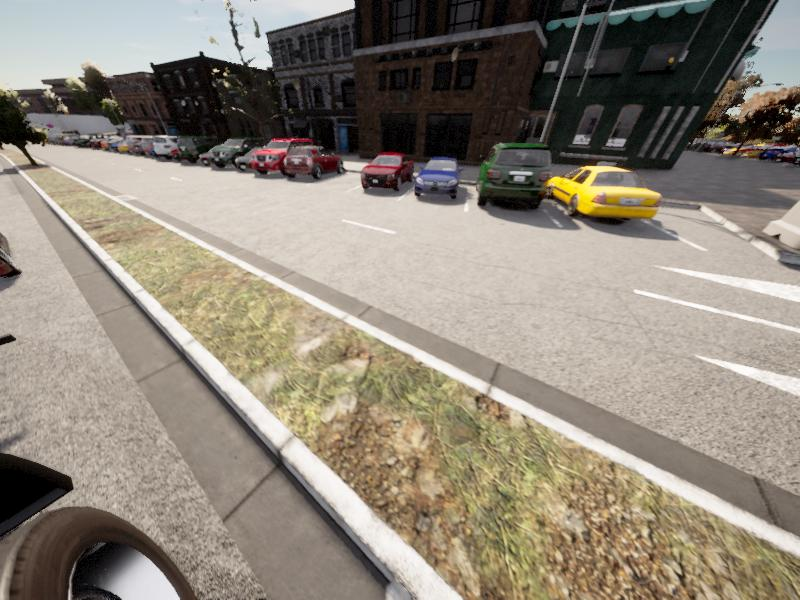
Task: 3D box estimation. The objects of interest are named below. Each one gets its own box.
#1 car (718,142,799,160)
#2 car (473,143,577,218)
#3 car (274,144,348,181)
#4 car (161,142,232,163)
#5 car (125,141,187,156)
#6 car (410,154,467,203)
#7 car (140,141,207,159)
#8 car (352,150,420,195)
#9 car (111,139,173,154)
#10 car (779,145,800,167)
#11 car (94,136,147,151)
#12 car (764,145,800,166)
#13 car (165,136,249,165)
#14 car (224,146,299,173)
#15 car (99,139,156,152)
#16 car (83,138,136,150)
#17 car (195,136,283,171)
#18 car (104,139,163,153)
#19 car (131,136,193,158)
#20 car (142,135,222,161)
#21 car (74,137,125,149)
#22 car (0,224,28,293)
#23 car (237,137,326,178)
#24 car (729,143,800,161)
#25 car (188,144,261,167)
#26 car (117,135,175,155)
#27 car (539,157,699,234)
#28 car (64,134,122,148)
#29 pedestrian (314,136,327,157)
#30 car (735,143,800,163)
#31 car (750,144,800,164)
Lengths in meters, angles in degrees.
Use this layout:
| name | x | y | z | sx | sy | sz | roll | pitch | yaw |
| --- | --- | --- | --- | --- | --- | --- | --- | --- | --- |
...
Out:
| name | x | y | z | sx | sy | sz | roll | pitch | yaw |
| --- | --- | --- | --- | --- | --- | --- | --- | --- | --- |
| car | 44.673 | -18.727 | 28.998 | 5.366 | 1.575 | 1.946 | 10 | 37 | 12 |
| car | 4.488 | -5.255 | 9.557 | 2.435 | 2.045 | 5.566 | 9 | 35 | 12 |
| car | -5.468 | -9.139 | 15.114 | 2.185 | 1.767 | 4.553 | 9 | 35 | 11 |
| car | -20.345 | -15.051 | 23.434 | 2.097 | 1.535 | 5.008 | 9 | 36 | 11 |
| car | -30.282 | -19.036 | 28.950 | 2.163 | 1.488 | 4.792 | 9 | 35 | 11 |
| car | 1.999 | -6.001 | 11.087 | 2.002 | 1.452 | 4.674 | 9 | 36 | 11 |
| car | -25.309 | -17.047 | 26.171 | 2.097 | 1.535 | 5.008 | 9 | 36 | 11 |
| car | -0.490 | -7.044 | 12.455 | 2.097 | 1.535 | 5.008 | 9 | 36 | 11 |
| car | -35.236 | -21.141 | 31.787 | 1.946 | 1.575 | 5.366 | 9 | 35 | 11 |
| car | 36.343 | -11.749 | 19.055 | 4.892 | 1.521 | 2.231 | 10 | 36 | 12 |
| car | -42.823 | -24.085 | 35.598 | 2.185 | 1.767 | 4.553 | 8 | 35 | 10 |
| car | 38.019 | -13.119 | 21.058 | 4.792 | 1.488 | 2.163 | 10 | 37 | 11 |
| car | -17.860 | -14.274 | 21.943 | 2.435 | 2.045 | 5.566 | 9 | 35 | 11 |
| car | -10.423 | -11.014 | 17.948 | 2.163 | 1.488 | 4.792 | 9 | 36 | 11 |
| car | -40.297 | -23.006 | 34.338 | 2.231 | 1.521 | 4.892 | 8 | 35 | 11 |
| car | -47.891 | -25.931 | 38.336 | 2.097 | 1.535 | 5.008 | 8 | 35 | 10 |
| car | -12.898 | -12.244 | 19.158 | 2.435 | 2.045 | 5.566 | 9 | 36 | 11 |
| car | -37.771 | -22.031 | 33.002 | 2.097 | 1.535 | 5.008 | 9 | 35 | 10 |
| car | -27.817 | -18.165 | 27.317 | 1.878 | 1.987 | 4.442 | 9 | 36 | 11 |
| car | -22.823 | -16.269 | 24.680 | 2.435 | 2.045 | 5.566 | 9 | 35 | 11 |
| car | -52.991 | -27.839 | 40.944 | 2.097 | 1.535 | 5.008 | 8 | 35 | 9 |
| car | -9.025 | -1.052 | 4.057 | 4.181 | 1.385 | 1.994 | 22 | 41 | 27 |
| car | -7.933 | -10.244 | 16.417 | 2.435 | 2.045 | 5.566 | 9 | 36 | 11 |
| car | 43.155 | -17.311 | 26.990 | 5.008 | 1.535 | 2.097 | 10 | 37 | 11 |
| car | -15.388 | -13.012 | 20.687 | 2.163 | 1.488 | 4.792 | 9 | 36 | 11 |
| car | -32.799 | -20.162 | 30.053 | 1.878 | 1.987 | 4.442 | 9 | 36 | 11 |
| car | 7.020 | -4.139 | 8.430 | 1.946 | 1.575 | 5.366 | 9 | 35 | 12 |
| car | -55.563 | -28.965 | 42.055 | 2.435 | 2.045 | 5.566 | 7 | 35 | 9 |
| pedestrian | -8.837 | -17.009 | 25.643 | 0.751 | 1.860 | 0.751 | 21 | 40 | 23 |
| car | 41.271 | -15.949 | 25.033 | 5.366 | 1.575 | 1.946 | 10 | 37 | 12 |
| car | 39.748 | -14.526 | 23.015 | 5.008 | 1.535 | 2.097 | 10 | 36 | 12 |
